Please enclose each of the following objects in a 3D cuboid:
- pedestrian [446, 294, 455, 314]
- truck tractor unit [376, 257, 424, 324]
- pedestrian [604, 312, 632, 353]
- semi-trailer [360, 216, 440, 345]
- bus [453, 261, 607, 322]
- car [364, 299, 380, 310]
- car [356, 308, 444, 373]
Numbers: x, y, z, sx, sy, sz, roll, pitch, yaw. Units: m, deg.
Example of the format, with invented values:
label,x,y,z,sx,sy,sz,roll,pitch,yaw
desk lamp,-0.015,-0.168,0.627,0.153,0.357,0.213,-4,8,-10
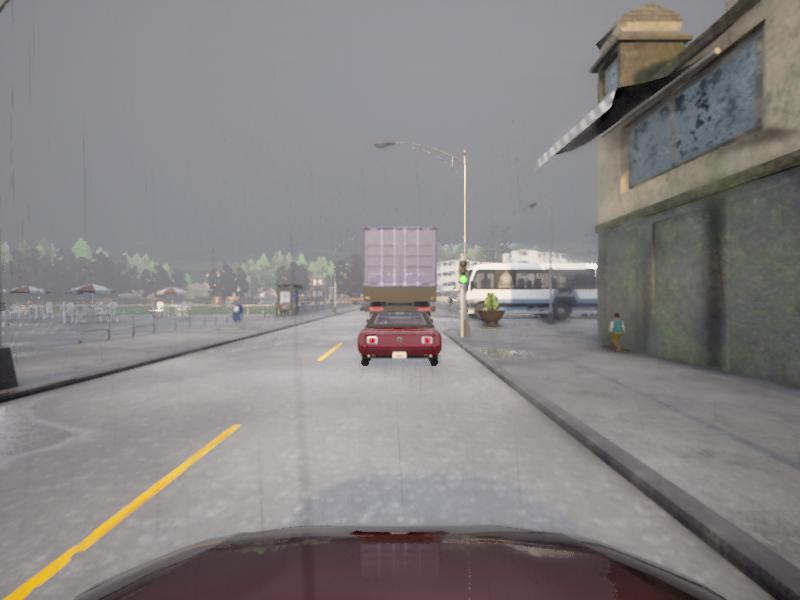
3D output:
label,x,y,z,sx,sy,sz,roll,pitch,yaw
pedestrian,4.723,0.414,37.504,0.751,1.860,0.751,0,0,-1
truck tractor unit,0.000,-0.609,28.622,3.053,4.208,6.516,0,0,0
pedestrian,6.008,0.882,11.050,0.500,1.100,0.500,0,0,0
semi-trailer,0.000,-0.680,20.707,2.717,4.402,14.254,0,0,0
bus,9.377,-0.623,29.965,10.273,4.253,3.944,0,0,-1
car,-4.012,0.656,58.446,2.007,1.525,4.514,0,0,0
car,-0.005,0.911,10.990,1.895,1.301,4.718,0,0,0
